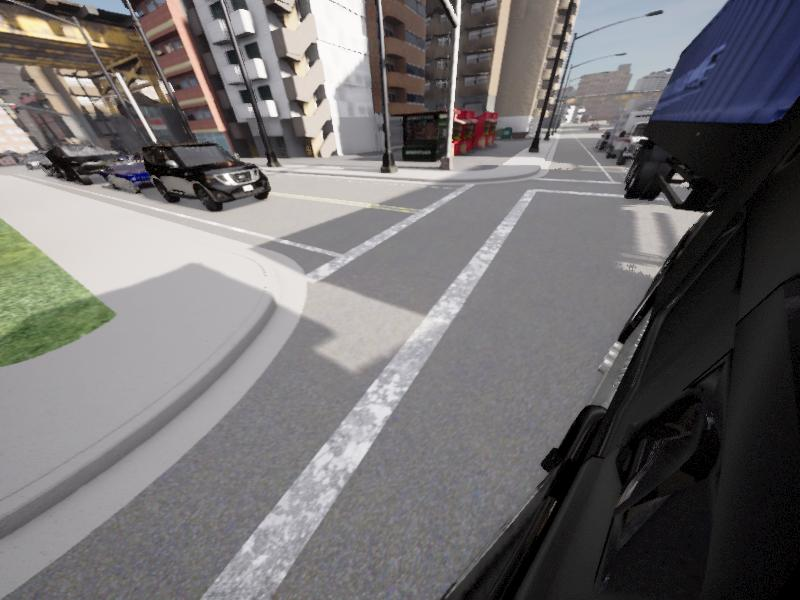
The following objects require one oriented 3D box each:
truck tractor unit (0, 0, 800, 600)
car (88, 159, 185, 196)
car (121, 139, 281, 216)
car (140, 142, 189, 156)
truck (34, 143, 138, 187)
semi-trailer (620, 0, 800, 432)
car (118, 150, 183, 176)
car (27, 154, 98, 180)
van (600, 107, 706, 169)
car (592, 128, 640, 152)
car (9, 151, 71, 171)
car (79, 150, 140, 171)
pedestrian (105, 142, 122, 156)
[{"bbox_3d":[2.645,-0.295,0.351,6.516,4.208,3.053,-28,44,-30],"label":"truck tractor unit"},{"bbox_3d":[-14.129,-6.669,12.400,4.718,1.301,1.895,17,41,25],"label":"car"},{"bbox_3d":[-7.786,-4.985,9.108,5.566,2.045,2.150,17,41,25],"label":"car"},{"bbox_3d":[-38.898,-25.100,38.323,1.930,1.638,5.238,17,41,25],"label":"car"},{"bbox_3d":[-21.118,-9.185,15.547,6.274,2.098,2.390,18,41,25],"label":"truck"},{"bbox_3d":[7.711,-4.135,5.003,2.717,4.402,14.254,23,44,30],"label":"semi-trailer"},{"bbox_3d":[-19.757,-10.913,18.307,4.674,1.442,1.812,17,41,25],"label":"car"},{"bbox_3d":[-27.338,-10.872,18.723,4.792,1.488,2.163,17,41,25],"label":"car"},{"bbox_3d":[14.348,-9.707,13.800,2.351,2.431,6.366,17,41,24],"label":"van"},{"bbox_3d":[18.819,-14.157,20.380,2.128,1.511,4.902,17,40,24],"label":"car"},{"bbox_3d":[-40.152,-15.688,25.968,2.128,1.511,4.902,-25,42,-26],"label":"car"},{"bbox_3d":[-27.958,-13.480,22.241,4.792,1.488,2.163,16,41,23],"label":"car"},{"bbox_3d":[-49.126,-25.916,39.621,0.751,1.860,0.751,3,37,8],"label":"pedestrian"}]
